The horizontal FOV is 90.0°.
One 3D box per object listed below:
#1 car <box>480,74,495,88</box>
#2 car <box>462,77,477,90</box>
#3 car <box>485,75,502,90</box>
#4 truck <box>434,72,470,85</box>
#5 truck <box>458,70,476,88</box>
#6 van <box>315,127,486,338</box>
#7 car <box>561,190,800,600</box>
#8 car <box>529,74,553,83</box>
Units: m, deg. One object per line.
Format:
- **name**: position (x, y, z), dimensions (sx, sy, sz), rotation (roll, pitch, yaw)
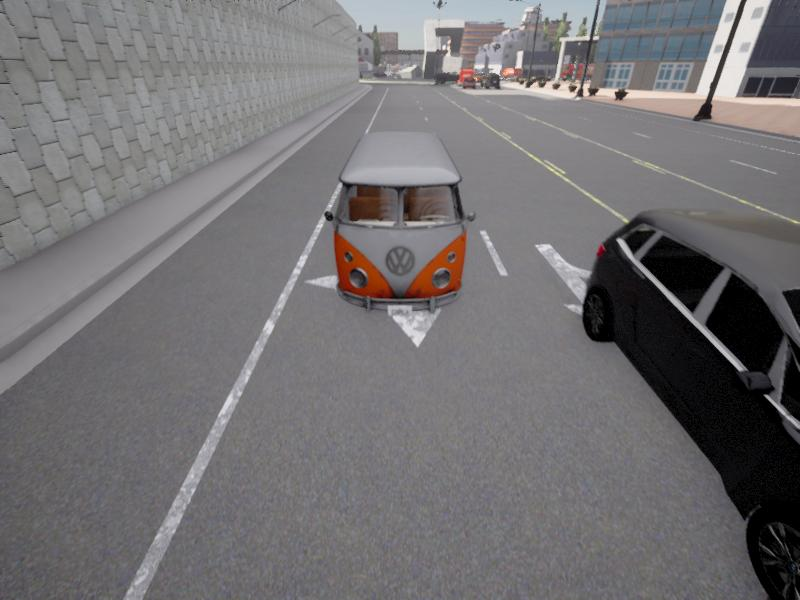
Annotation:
- **car**: position (14.529, -36.436, 66.433), dimensions (1.932, 1.855, 4.605), rotation (3, 31, 6)
- **car**: position (10.529, -32.948, 60.806), dimensions (1.851, 1.617, 3.988), rotation (2, 30, 3)
- **car**: position (13.998, -32.731, 60.102), dimensions (1.905, 1.878, 3.866), rotation (2, 30, 3)
- **truck**: position (9.859, -42.033, 75.771), dimensions (6.274, 2.098, 2.390), rotation (-4, 31, -8)
- **truck**: position (11.161, -37.250, 67.256), dimensions (2.627, 2.467, 5.204), rotation (3, 31, 6)
- **van**: position (0.000, -1.483, 6.568), dimensions (1.775, 1.987, 4.442), rotation (0, 30, 0)
- **car**: position (3.501, 0.491, 3.508), dimensions (2.242, 1.667, 4.611), rotation (0, 30, 0)
- **car**: position (31.053, -48.768, 88.048), dimensions (5.027, 1.651, 2.152), rotation (-22, 37, -33)
